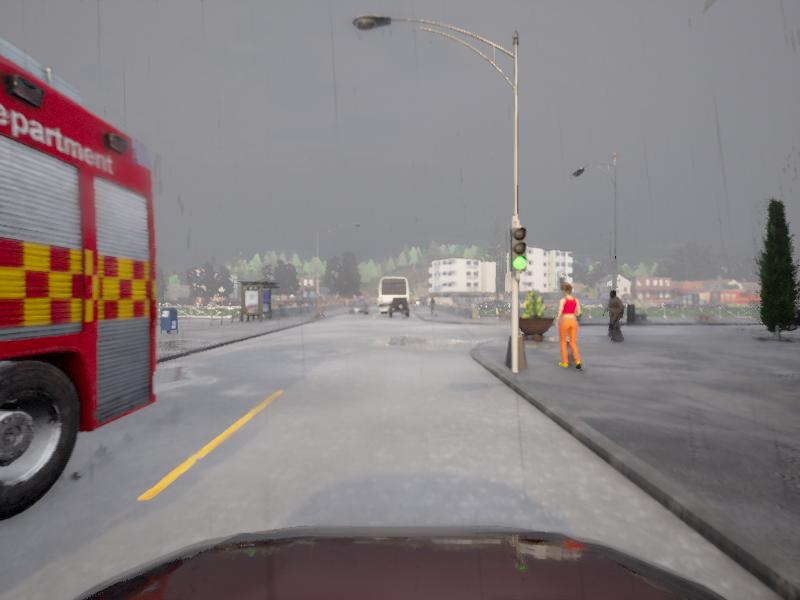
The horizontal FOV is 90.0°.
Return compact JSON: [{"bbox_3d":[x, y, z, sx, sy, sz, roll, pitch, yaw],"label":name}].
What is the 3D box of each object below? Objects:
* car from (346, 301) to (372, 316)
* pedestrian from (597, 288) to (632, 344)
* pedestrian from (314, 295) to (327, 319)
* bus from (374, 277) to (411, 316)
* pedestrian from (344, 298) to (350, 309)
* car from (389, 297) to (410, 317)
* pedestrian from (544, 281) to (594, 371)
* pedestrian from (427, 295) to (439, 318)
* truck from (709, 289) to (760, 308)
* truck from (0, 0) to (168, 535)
[{"bbox_3d":[-4.244,0.840,42.091,2.128,1.511,4.902,0,0,0],"label":"car"},{"bbox_3d":[7.404,0.536,13.825,0.751,1.860,0.751,0,0,-15],"label":"pedestrian"},{"bbox_3d":[-6.287,0.537,31.461,0.751,1.860,0.751,0,0,15],"label":"pedestrian"},{"bbox_3d":[-0.792,-0.514,48.055,3.944,4.253,10.273,0,2,0],"label":"bus"},{"bbox_3d":[-8.765,0.541,66.523,0.751,1.860,0.751,0,0,12],"label":"pedestrian"},{"bbox_3d":[-0.097,0.650,38.663,1.905,1.878,3.866,0,0,-2],"label":"car"},{"bbox_3d":[3.628,0.535,8.636,0.751,1.860,0.751,0,0,1],"label":"pedestrian"},{"bbox_3d":[2.654,0.528,32.140,0.751,1.860,0.751,0,0,-19],"label":"pedestrian"},{"bbox_3d":[71.493,-0.312,85.510,8.468,3.827,2.891,0,0,0],"label":"truck"},{"bbox_3d":[-4.081,-0.320,0.520,2.891,3.827,8.468,0,0,-2],"label":"truck"}]
